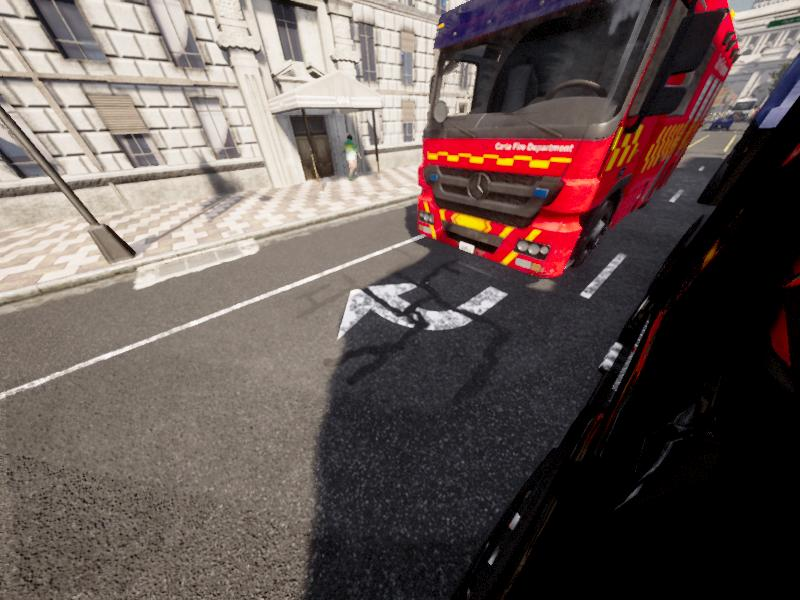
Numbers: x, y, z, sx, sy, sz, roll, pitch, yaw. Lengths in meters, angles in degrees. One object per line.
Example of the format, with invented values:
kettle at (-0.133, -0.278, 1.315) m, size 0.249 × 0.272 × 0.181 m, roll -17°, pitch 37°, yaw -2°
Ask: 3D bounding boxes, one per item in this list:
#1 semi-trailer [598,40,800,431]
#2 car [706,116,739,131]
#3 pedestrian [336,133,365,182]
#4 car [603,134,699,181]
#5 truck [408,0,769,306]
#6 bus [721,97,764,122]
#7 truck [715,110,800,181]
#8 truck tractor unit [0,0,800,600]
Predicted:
semi-trailer at (8.692, -3.618, 4.221) m, size 14.254 × 4.402 × 2.717 m, roll -28°, pitch 44°, yaw -30°
car at (45.185, -24.727, 32.356) m, size 5.008 × 1.535 × 1.882 m, roll -28°, pitch 44°, yaw -29°
pedestrian at (-2.279, -6.664, 10.834) m, size 0.751 × 1.860 × 0.751 m, roll 22°, pitch 43°, yaw 29°
car at (11.581, -6.678, 10.651) m, size 4.181 × 1.385 × 1.994 m, roll -28°, pitch 44°, yaw -30°
truck at (4.335, -3.807, 5.256) m, size 8.468 × 3.827 × 2.891 m, roll -28°, pitch 44°, yaw -30°
bus at (82.648, -45.858, 55.786) m, size 10.273 × 4.253 × 3.944 m, roll -28°, pitch 44°, yaw -30°
truck at (16.455, -6.832, 9.959) m, size 6.274 × 2.098 × 2.390 m, roll -28°, pitch 43°, yaw -30°
truck tractor unit at (2.645, -0.295, 0.351) m, size 6.516 × 4.208 × 3.053 m, roll -28°, pitch 44°, yaw -30°
